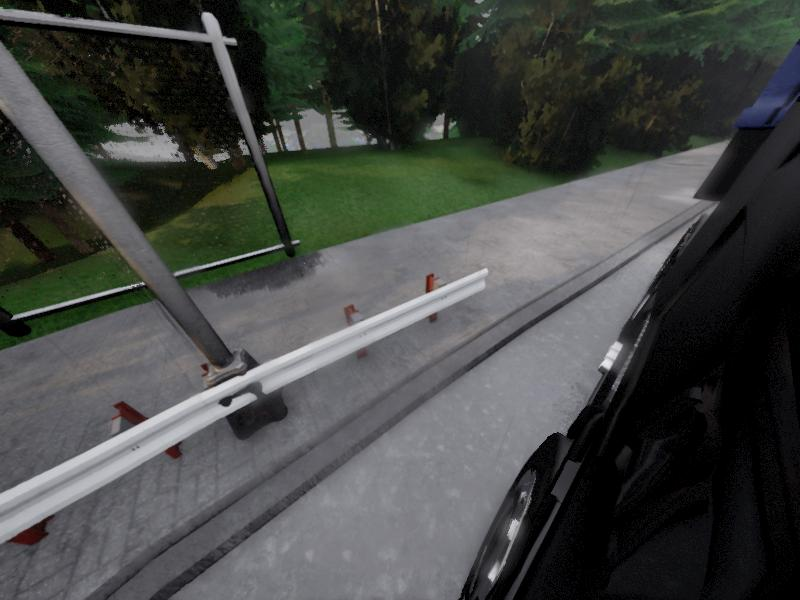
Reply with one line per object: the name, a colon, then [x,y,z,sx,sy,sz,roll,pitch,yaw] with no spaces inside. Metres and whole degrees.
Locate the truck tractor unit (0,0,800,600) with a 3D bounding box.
truck tractor unit: [2.645,-0.295,0.351,6.516,4.208,3.053,-28,44,-30]

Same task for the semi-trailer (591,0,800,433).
semi-trailer: [9.142,-3.263,3.728,14.254,4.402,2.717,-23,41,-24]
